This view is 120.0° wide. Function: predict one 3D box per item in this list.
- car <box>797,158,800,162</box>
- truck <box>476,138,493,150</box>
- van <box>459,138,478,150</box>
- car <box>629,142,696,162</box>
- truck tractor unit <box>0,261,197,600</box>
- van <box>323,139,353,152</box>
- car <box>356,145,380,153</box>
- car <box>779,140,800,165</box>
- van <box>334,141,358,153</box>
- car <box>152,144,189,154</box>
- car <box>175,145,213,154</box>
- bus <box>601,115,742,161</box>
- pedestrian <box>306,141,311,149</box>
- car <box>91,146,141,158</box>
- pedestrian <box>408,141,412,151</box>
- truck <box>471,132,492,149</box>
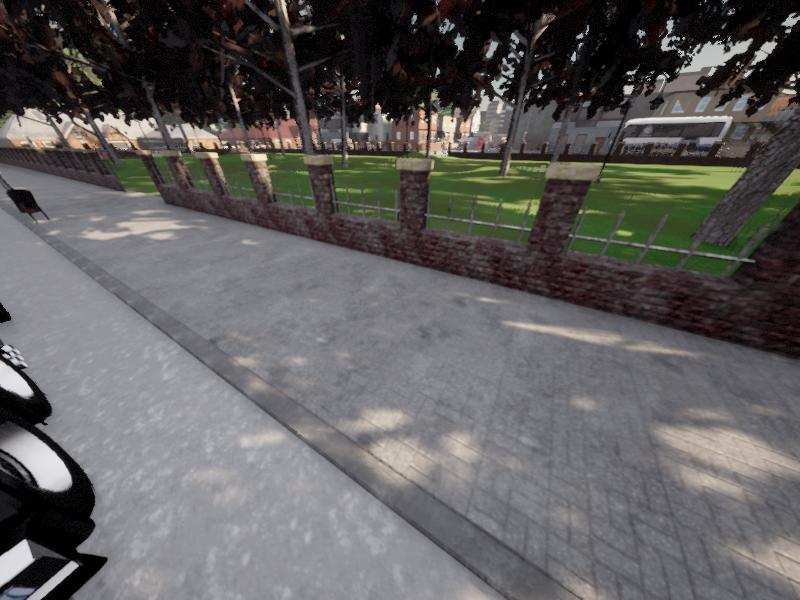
[{"bbox_3d":[46.094,-15.009,23.891,4.674,1.442,1.812,20,40,26],"label":"car"},{"bbox_3d":[20.683,-38.233,56.559,2.627,2.467,5.204,17,39,23],"label":"truck"},{"bbox_3d":[17.095,-38.996,57.723,2.351,2.431,6.366,20,40,26],"label":"van"},{"bbox_3d":[30.784,-17.621,27.390,4.605,1.855,1.932,18,39,23],"label":"car"},{"bbox_3d":[-5.104,-0.308,0.782,6.516,4.208,3.053,19,39,24],"label":"truck tractor unit"},{"bbox_3d":[-14.036,-35.221,52.569,6.366,2.431,2.351,18,39,24],"label":"van"},{"bbox_3d":[-6.822,-32.127,49.055,4.718,1.301,1.895,21,40,27],"label":"car"},{"bbox_3d":[41.893,-13.975,21.916,5.566,2.045,2.150,16,38,23],"label":"car"},{"bbox_3d":[-11.098,-31.288,47.277,4.442,1.987,1.775,17,39,23],"label":"van"},{"bbox_3d":[-47.343,-31.213,47.764,2.242,1.667,4.611,20,39,26],"label":"car"},{"bbox_3d":[-42.724,-31.287,48.070,2.033,1.411,5.357,18,39,24],"label":"car"},{"bbox_3d":[32.948,-20.396,29.284,10.273,4.253,3.944,19,39,25],"label":"bus"},{"bbox_3d":[-25.840,-43.897,65.385,0.751,1.860,0.751,-9,36,-13],"label":"pedestrian"},{"bbox_3d":[-48.591,-25.489,39.670,1.882,1.535,5.008,17,39,24],"label":"car"},{"bbox_3d":[2.164,-33.091,49.629,0.751,1.860,0.751,1,35,2],"label":"pedestrian"},{"bbox_3d":[23.769,-46.369,67.030,2.891,3.827,8.468,20,39,26],"label":"truck"}]
